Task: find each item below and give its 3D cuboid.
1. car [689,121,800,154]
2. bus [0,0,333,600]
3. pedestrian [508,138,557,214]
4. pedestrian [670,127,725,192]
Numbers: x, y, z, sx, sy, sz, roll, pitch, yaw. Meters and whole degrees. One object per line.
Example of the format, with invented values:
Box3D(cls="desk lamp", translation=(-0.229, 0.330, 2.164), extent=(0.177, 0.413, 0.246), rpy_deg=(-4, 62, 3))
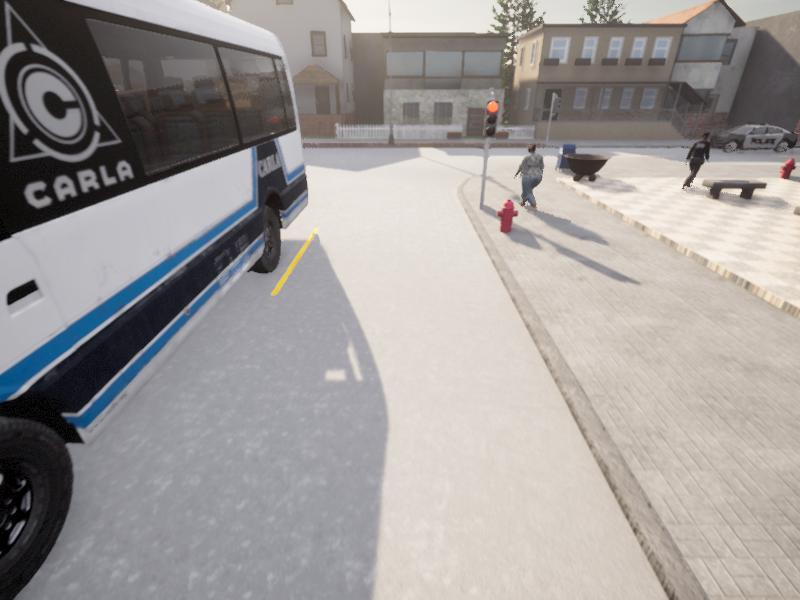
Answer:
Box3D(cls="car", translation=(20.852, -9.785, 24.010), extent=(5.238, 1.638, 1.930), rpy_deg=(0, 27, -1))
Box3D(cls="bus", translation=(-3.854, -1.509, 4.953), extent=(3.944, 4.253, 10.273), rpy_deg=(1, 28, 1))
Box3D(cls="pedestrian", translation=(3.597, -3.405, 10.999), extent=(0.751, 1.860, 0.751), rpy_deg=(-7, 28, -13))
Box3D(cls="pedestrian", translation=(9.642, -4.576, 13.023), extent=(0.751, 1.860, 0.751), rpy_deg=(-17, 32, -30))
